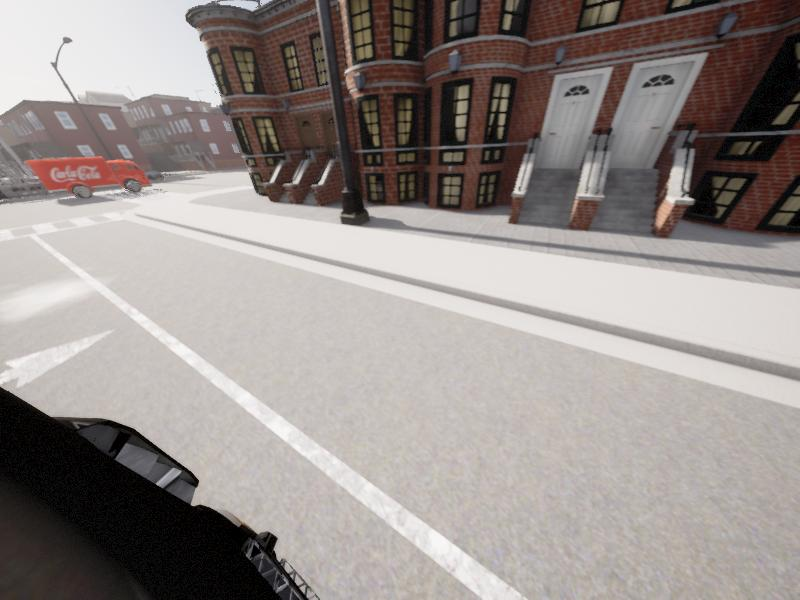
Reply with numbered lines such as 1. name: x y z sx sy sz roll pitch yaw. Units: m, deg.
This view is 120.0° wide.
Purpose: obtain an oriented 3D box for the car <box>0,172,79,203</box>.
1. car: -28.887 -8.402 17.278 1.930 1.638 5.238 7 35 15

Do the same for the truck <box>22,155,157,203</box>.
1. truck: -22.413 -9.112 17.106 2.627 2.467 5.204 22 41 31
